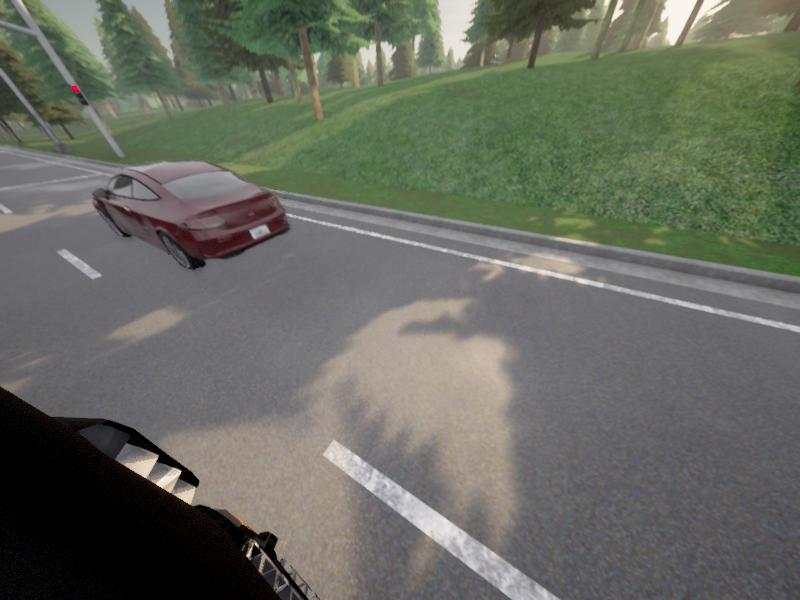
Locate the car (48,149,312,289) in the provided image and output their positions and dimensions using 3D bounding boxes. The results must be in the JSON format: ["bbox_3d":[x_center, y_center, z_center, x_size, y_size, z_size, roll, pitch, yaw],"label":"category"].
[{"bbox_3d":[-4.300,-1.941,4.604,4.674,1.442,1.812,19,44,23],"label":"car"}]
